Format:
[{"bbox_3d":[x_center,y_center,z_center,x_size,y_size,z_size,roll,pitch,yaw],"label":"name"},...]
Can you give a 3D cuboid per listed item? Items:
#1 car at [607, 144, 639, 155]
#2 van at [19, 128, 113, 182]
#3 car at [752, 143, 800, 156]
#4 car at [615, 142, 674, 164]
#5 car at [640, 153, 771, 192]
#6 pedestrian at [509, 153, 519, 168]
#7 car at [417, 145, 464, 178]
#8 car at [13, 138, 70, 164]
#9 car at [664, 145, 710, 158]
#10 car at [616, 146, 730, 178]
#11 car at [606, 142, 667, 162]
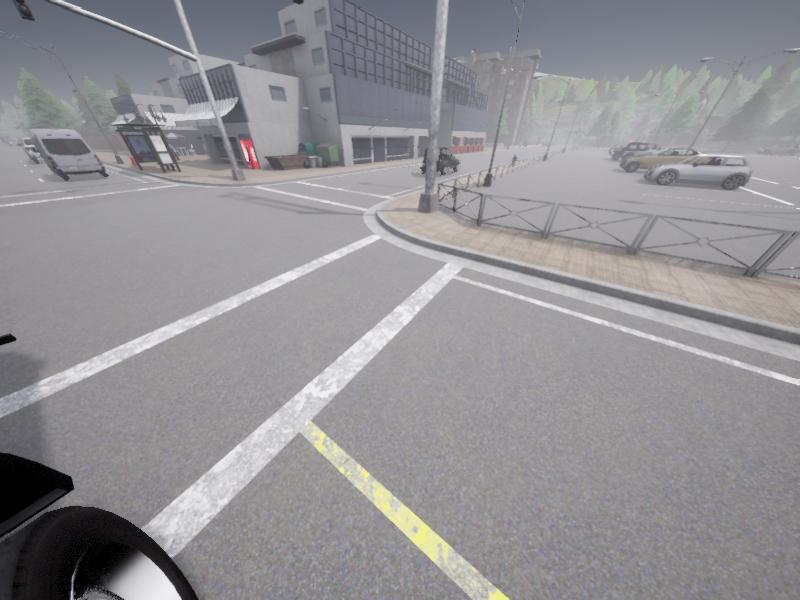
[{"bbox_3d":[38.960,-26.412,40.481,3.633,1.501,1.845,22,40,27],"label":"car"},{"bbox_3d":[-21.646,-9.470,14.973,5.915,2.561,1.988,22,41,28],"label":"van"},{"bbox_3d":[68.118,-27.120,41.596,4.605,1.855,1.932,22,40,27],"label":"car"},{"bbox_3d":[26.952,-16.428,25.714,3.866,1.878,1.905,22,40,27],"label":"car"},{"bbox_3d":[16.279,-7.133,12.718,3.806,1.475,1.970,22,40,27],"label":"car"},{"bbox_3d":[10.258,-12.523,20.792,0.500,1.100,0.500,17,39,23],"label":"pedestrian"},{"bbox_3d":[3.209,-10.924,18.090,1.905,1.878,3.866,22,40,28],"label":"car"},{"bbox_3d":[-36.305,-15.204,23.416,5.566,2.045,2.150,22,41,28],"label":"car"},{"bbox_3d":[43.364,-22.542,35.043,3.806,1.475,1.970,22,40,27],"label":"car"},{"bbox_3d":[19.668,-10.331,17.143,5.027,1.636,2.152,22,40,27],"label":"car"},{"bbox_3d":[28.268,-17.918,27.873,4.605,1.855,1.932,22,40,27],"label":"car"}]
